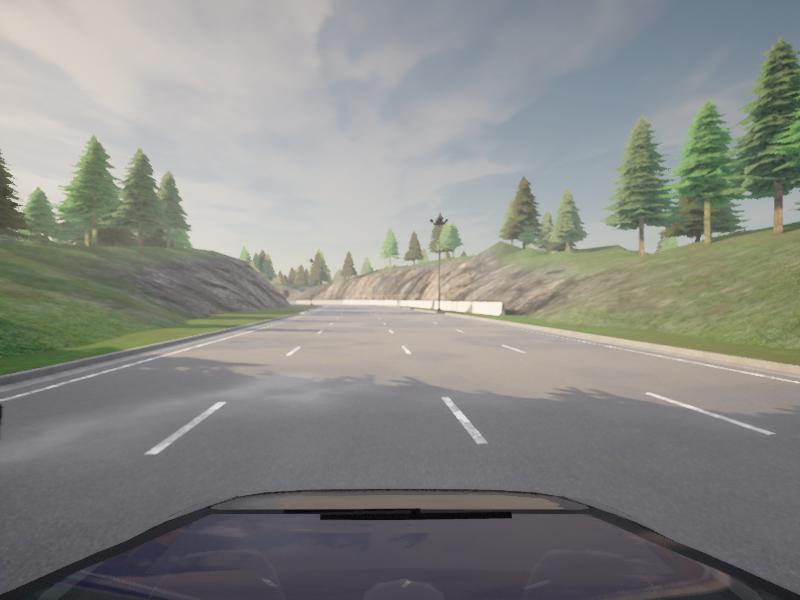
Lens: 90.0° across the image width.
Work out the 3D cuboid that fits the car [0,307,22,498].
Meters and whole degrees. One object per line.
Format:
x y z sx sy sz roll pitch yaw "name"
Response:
-4.040 0.827 0.865 2.038 1.542 4.974 0 0 -5 "car"
